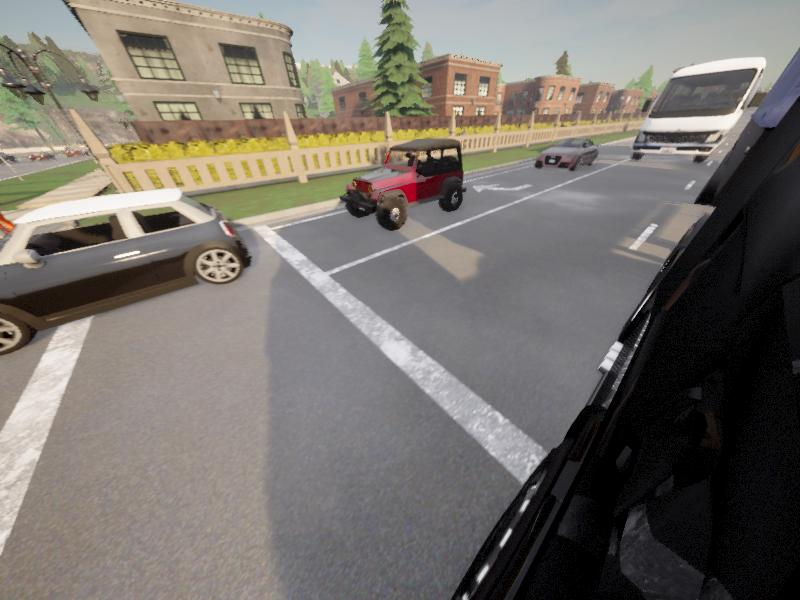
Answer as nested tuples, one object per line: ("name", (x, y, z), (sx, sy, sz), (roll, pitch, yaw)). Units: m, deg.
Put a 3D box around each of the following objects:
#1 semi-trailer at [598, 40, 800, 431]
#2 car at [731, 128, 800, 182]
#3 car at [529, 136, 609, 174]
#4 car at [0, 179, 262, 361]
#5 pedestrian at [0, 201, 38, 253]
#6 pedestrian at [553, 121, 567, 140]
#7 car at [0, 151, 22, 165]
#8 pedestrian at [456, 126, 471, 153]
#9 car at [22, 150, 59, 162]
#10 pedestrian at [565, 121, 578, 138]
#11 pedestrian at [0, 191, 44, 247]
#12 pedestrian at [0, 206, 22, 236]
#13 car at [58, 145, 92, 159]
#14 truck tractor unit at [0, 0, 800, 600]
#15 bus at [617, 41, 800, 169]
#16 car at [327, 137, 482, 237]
("semi-trailer", (8.680, -3.612, 4.254), (14.254, 4.402, 2.717), (-28, 44, -30))
("car", (16.518, -6.231, 9.712), (4.902, 1.511, 2.128), (-25, 42, -27))
("car", (9.360, -8.119, 12.799), (4.181, 1.385, 1.994), (-28, 44, -30))
("car", (-4.777, -0.737, 3.694), (3.806, 1.475, 1.970), (-27, 43, -29))
("pedestrian", (-9.540, -2.041, 5.115), (0.751, 1.860, 0.751), (25, 45, 32))
("pedestrian", (20.208, -21.390, 29.193), (0.751, 1.860, 0.751), (-28, 44, -30))
("car", (-58.938, -20.954, 34.069), (1.837, 1.490, 4.892), (-27, 43, -29))
("pedestrian", (5.595, -14.186, 20.447), (0.751, 1.860, 0.751), (-29, 44, -30))
("car", (-57.310, -23.043, 36.929), (1.895, 1.301, 4.718), (-27, 43, -29))
("pedestrian", (23.961, -23.884, 32.302), (0.751, 1.860, 0.751), (-29, 44, -31))
("pedestrian", (-10.060, -2.334, 5.540), (0.751, 1.860, 0.751), (21, 43, 28))
("pedestrian", (-11.671, -2.639, 6.047), (0.751, 1.860, 0.751), (-17, 39, -19))
("car", (-56.175, -25.740, 40.068), (2.097, 1.767, 4.553), (-27, 43, -29))
("truck tractor unit", (2.645, -0.295, 0.351), (6.516, 4.208, 3.053), (-28, 44, -30))
("bus", (18.056, -11.083, 13.822), (10.273, 4.253, 3.944), (-28, 44, -30))
("car", (0.269, -3.521, 6.765), (3.866, 1.878, 1.905), (-28, 44, -30))
